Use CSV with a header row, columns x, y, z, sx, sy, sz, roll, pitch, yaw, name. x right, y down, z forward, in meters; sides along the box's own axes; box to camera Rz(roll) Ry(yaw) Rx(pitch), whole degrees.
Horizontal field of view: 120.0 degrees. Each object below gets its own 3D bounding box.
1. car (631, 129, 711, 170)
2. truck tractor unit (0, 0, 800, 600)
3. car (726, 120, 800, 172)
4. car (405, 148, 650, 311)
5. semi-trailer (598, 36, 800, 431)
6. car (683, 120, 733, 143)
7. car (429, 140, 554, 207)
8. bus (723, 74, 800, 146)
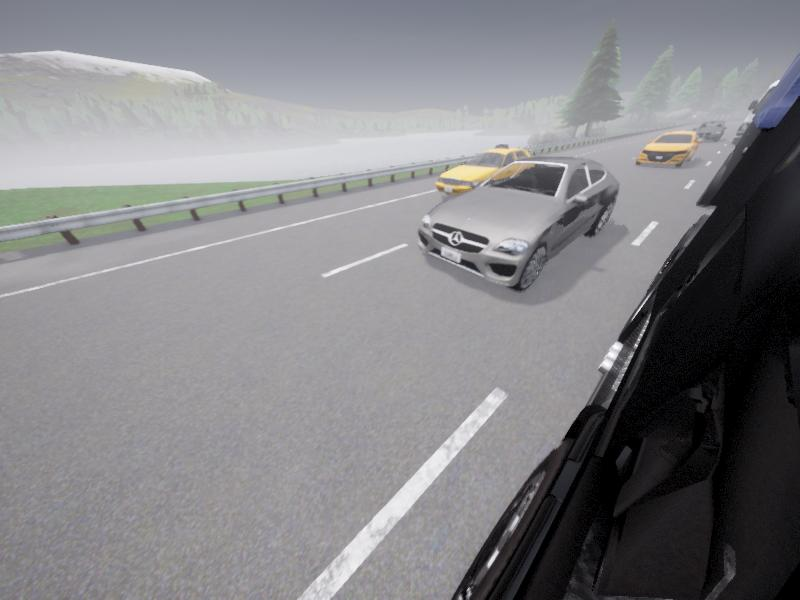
x,y,z,sx,sy,sz,roll,pitch,yaw,name
15.314,-8.600,13.036,5.008,1.535,1.882,-28,43,-30,car
2.645,-0.295,0.351,6.516,4.208,3.053,-28,44,-30,truck tractor unit
18.468,-7.660,11.345,4.553,1.767,2.097,-28,43,-30,car
2.736,-1.986,4.831,5.027,1.651,2.152,-28,43,-30,car
8.702,-3.584,4.249,14.254,4.402,2.717,-28,43,-30,semi-trailer
30.585,-16.725,22.930,4.611,1.667,2.242,-28,43,-30,car
3.720,-5.203,9.153,5.366,1.575,1.801,-28,43,-30,car
32.751,-16.125,19.808,10.273,4.253,3.944,-28,43,-30,bus
